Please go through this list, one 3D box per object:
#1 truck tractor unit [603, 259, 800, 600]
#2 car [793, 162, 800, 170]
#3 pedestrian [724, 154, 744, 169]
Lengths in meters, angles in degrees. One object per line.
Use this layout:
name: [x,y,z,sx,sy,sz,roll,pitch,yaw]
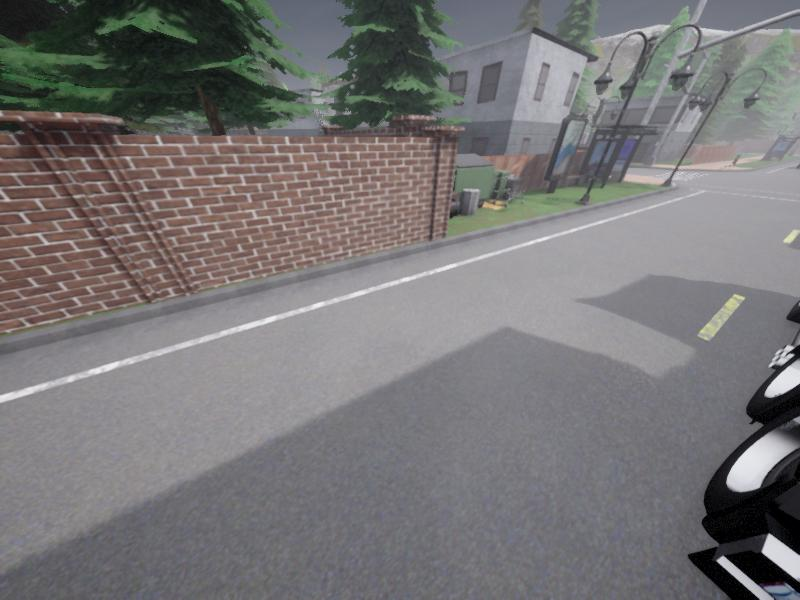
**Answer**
truck tractor unit: [5.107,-0.302,0.804,6.516,4.208,3.053,-18,39,-25]
car: [41.129,-13.788,22.233,5.566,2.045,2.150,-18,39,-25]
pedestrian: [29.524,-12.216,20.427,0.500,1.100,0.500,-24,42,-31]
